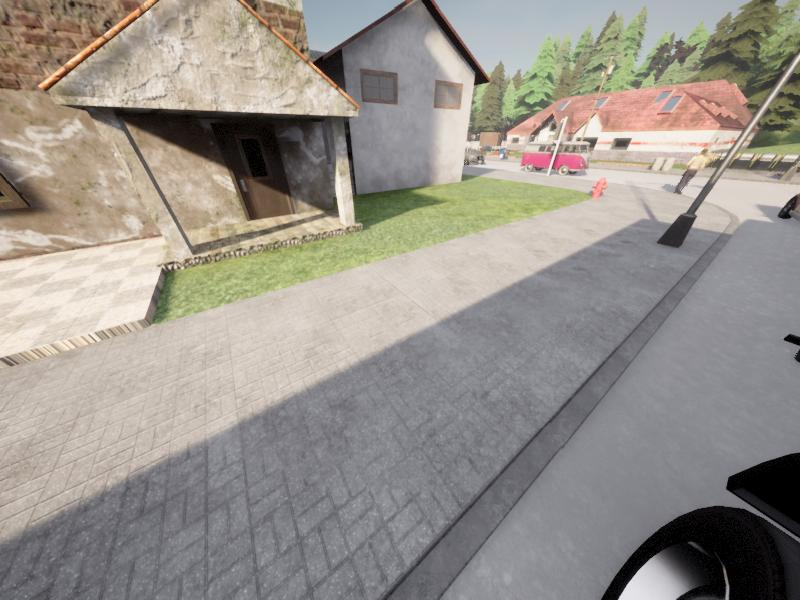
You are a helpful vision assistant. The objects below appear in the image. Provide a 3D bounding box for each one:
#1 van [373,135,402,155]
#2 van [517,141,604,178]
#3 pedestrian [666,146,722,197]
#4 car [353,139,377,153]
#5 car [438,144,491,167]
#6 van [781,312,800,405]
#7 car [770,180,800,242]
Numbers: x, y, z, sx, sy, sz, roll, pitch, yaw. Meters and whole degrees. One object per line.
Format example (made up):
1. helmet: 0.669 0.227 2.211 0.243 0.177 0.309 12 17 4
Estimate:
1. van: -2.154 -25.726 38.250 1.988 2.561 5.915 -22 41 -27
2. van: 11.235 -10.218 16.621 1.775 1.987 4.442 -22 40 -27
3. pedestrian: 12.979 -5.713 10.281 0.751 1.860 0.751 27 44 33
4. car: -6.716 -29.331 43.827 2.150 2.045 5.566 -22 40 -27
5. car: 6.176 -14.324 22.762 2.242 1.667 4.611 -22 40 -27
6. van: 7.072 -0.469 2.340 5.915 2.561 1.988 -20 40 -26
7. car: 12.301 -2.533 6.079 3.705 1.549 1.789 -30 45 -35
